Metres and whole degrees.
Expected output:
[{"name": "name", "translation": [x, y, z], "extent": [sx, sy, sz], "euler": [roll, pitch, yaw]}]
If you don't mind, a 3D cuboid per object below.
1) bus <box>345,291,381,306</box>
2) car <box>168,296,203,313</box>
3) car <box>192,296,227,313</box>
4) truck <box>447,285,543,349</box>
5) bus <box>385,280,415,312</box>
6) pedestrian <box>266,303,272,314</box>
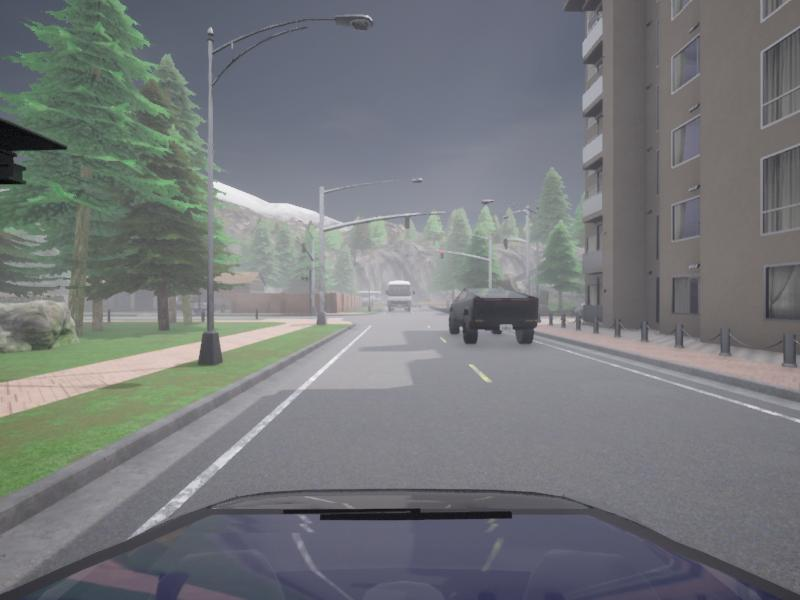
[{"name": "bus", "translation": [-10.678, -0.513, 117.514], "extent": [10.273, 4.253, 3.944], "euler": [0, 0, -1]}, {"name": "car", "translation": [-24.091, 0.507, 45.073], "extent": [1.905, 1.878, 3.866], "euler": [0, 0, -1]}, {"name": "car", "translation": [-21.587, 0.505, 45.523], "extent": [1.932, 1.855, 4.605], "euler": [0, 0, -1]}, {"name": "truck", "translation": [3.475, 0.543, 16.195], "extent": [2.390, 2.098, 6.274], "euler": [0, 0, 0]}, {"name": "bus", "translation": [0.035, -0.531, 57.845], "extent": [3.944, 4.253, 10.273], "euler": [0, 0, 0]}, {"name": "pedestrian", "translation": [-13.599, 0.858, 41.594], "extent": [0.500, 1.100, 0.500], "euler": [0, 0, -3]}]
